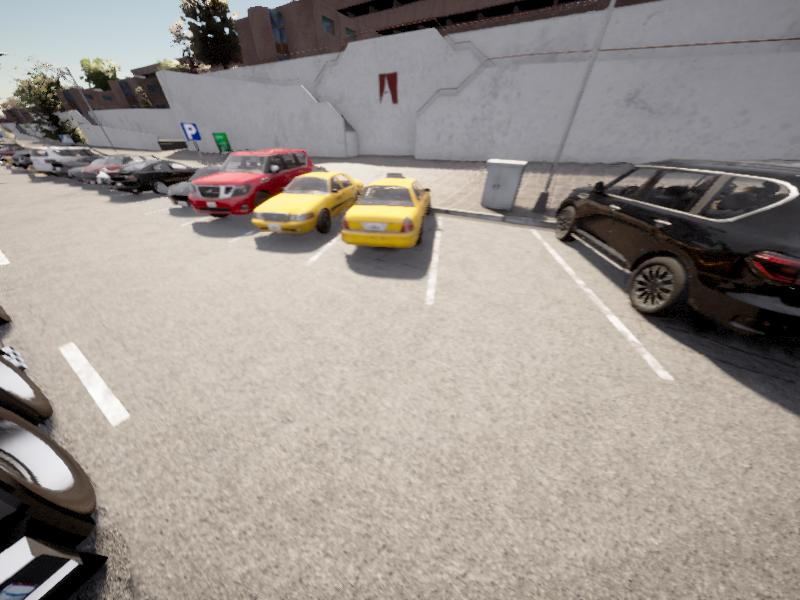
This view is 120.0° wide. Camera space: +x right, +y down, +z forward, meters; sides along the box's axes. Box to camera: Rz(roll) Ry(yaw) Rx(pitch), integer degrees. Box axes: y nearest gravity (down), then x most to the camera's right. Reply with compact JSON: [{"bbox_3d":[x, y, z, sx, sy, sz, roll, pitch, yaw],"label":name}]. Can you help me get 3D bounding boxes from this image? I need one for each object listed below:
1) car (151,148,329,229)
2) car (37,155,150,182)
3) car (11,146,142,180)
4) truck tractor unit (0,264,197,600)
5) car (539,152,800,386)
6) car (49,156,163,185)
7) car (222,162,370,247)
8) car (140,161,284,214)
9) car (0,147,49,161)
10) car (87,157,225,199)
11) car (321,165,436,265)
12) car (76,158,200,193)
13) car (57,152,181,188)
[{"bbox_3d":[-5.324,-4.751,9.167,2.435,2.045,5.566,6,34,8],"label":"car"},{"bbox_3d":[-23.515,-10.425,18.103,2.163,1.488,4.792,6,35,8],"label":"car"},{"bbox_3d":[-26.111,-11.506,19.183,2.435,2.045,5.566,6,35,8],"label":"car"},{"bbox_3d":[-5.119,-0.289,0.789,6.516,4.208,3.053,18,39,24],"label":"truck tractor unit"},{"bbox_3d":[5.062,-1.421,4.234,2.435,2.045,5.566,5,34,8],"label":"car"},{"bbox_3d":[-20.908,-9.549,16.843,2.002,1.452,4.674,6,35,8],"label":"car"},{"bbox_3d":[-2.757,-3.621,7.929,1.946,1.575,5.366,6,34,8],"label":"car"},{"bbox_3d":[-7.924,-5.355,10.572,2.163,1.488,4.792,6,34,8],"label":"car"},{"bbox_3d":[-54.708,-20.803,32.786,2.163,1.488,4.792,6,35,8],"label":"car"},{"bbox_3d":[-13.123,-7.062,13.074,2.097,1.535,5.008,5,34,9],"label":"car"},{"bbox_3d":[-0.102,-2.987,6.989,1.946,1.575,5.366,5,34,8],"label":"car"},{"bbox_3d":[-15.715,-7.871,14.351,2.002,1.452,4.674,6,34,8],"label":"car"},{"bbox_3d":[-18.307,-8.864,15.528,2.185,1.767,4.553,6,34,8],"label":"car"}]
